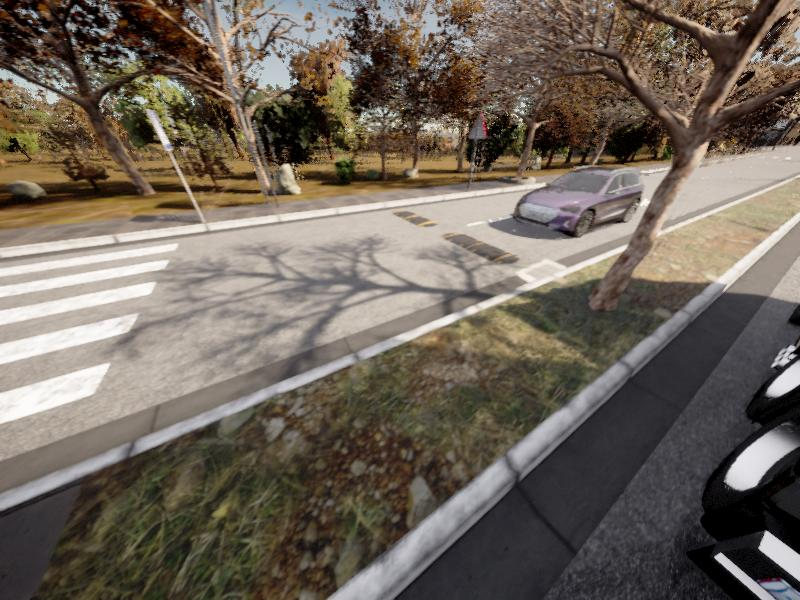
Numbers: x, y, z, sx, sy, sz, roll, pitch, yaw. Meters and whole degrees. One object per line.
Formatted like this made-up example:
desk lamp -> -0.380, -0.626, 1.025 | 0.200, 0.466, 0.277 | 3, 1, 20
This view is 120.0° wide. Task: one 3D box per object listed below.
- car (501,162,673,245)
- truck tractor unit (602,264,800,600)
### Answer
car -> 5.921, -3.321, 7.408 | 4.856, 1.649, 2.033 | -18, 39, -24
truck tractor unit -> 5.112, -0.299, 0.789 | 6.516, 4.208, 3.053 | -18, 39, -24
